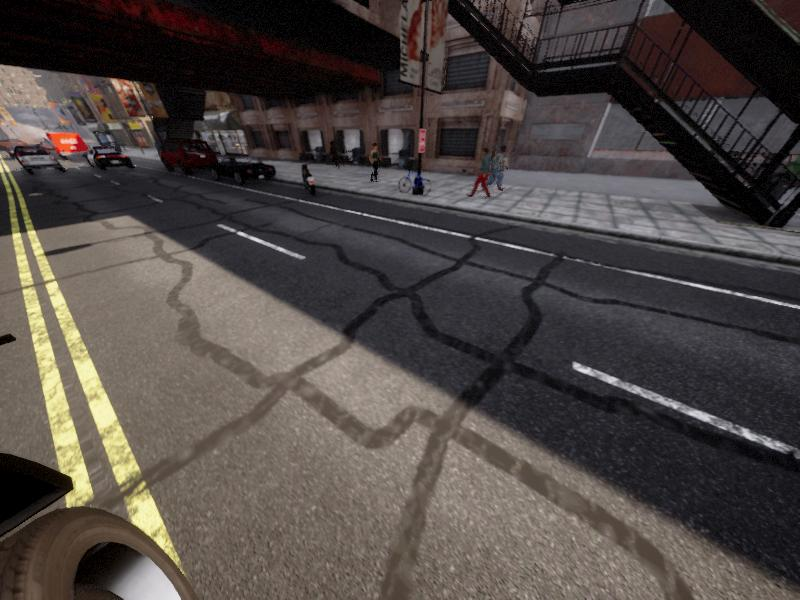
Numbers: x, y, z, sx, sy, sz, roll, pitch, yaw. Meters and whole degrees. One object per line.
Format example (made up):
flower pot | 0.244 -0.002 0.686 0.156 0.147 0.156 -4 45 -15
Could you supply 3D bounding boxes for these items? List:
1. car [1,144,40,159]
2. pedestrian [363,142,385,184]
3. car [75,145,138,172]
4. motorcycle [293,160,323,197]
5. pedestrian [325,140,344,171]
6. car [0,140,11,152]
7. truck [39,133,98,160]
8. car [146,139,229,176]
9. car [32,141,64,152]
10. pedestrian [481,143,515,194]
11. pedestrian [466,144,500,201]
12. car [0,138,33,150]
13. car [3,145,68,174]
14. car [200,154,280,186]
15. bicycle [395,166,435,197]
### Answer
car | -45.546 -17.815 27.704 4.718 1.301 1.895 22 41 28
pedestrian | -1.338 -7.258 12.258 0.751 1.860 0.751 23 41 28
car | -24.306 -11.804 19.136 4.974 1.542 2.038 22 41 28
motorcycle | -4.373 -5.815 10.964 0.764 1.277 2.356 -15 38 -21
pedestrian | -4.841 -10.713 17.129 0.751 1.860 0.751 21 40 26
car | -70.348 -26.224 39.239 4.611 1.667 2.242 7 36 9
truck | -38.491 -17.906 26.864 5.204 2.467 2.627 22 41 28
car | -15.832 -10.740 17.243 5.566 2.045 2.435 22 40 27
car | -58.160 -25.341 38.197 4.181 1.385 1.994 19 40 25
pedestrian | 4.310 -5.805 10.239 0.751 1.860 0.751 25 42 30
pedestrian | 3.259 -5.027 9.130 0.751 1.860 0.751 18 39 23
car | -71.163 -28.522 42.270 4.553 1.767 2.097 7 36 9
car | -27.310 -10.592 17.329 3.988 1.617 1.851 22 41 28
car | -9.731 -8.011 14.054 4.718 1.301 1.895 22 40 27
bicycle | 0.616 -5.121 9.991 1.643 1.024 0.373 22 30 27
